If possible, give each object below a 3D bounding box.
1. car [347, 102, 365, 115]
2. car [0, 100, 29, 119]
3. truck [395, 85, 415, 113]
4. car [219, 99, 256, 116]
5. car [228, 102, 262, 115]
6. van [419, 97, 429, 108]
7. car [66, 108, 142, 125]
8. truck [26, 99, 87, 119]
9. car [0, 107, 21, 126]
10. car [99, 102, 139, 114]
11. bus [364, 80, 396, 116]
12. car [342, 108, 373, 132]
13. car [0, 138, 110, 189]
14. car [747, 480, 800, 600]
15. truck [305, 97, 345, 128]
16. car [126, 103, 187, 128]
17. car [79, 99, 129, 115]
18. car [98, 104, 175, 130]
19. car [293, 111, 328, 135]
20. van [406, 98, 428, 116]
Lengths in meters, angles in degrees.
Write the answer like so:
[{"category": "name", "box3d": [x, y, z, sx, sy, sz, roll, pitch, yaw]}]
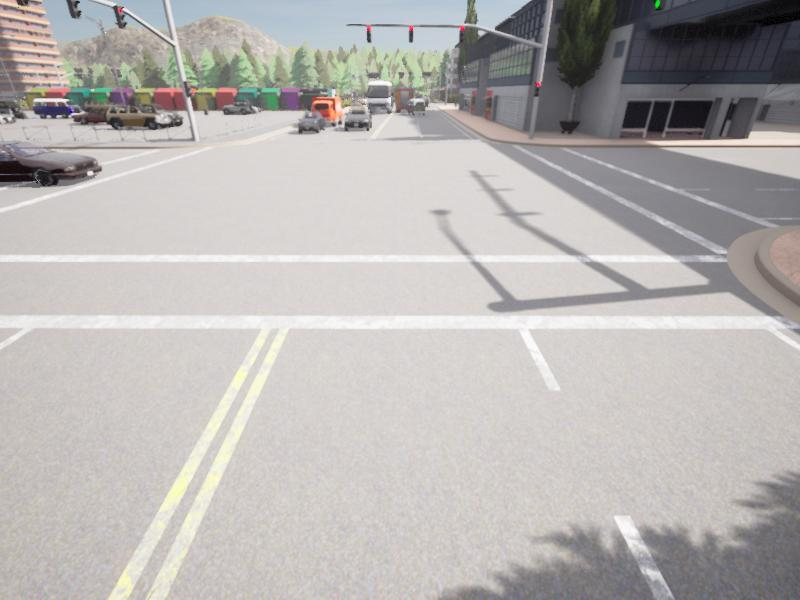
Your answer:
[{"category": "car", "box3d": [-6.366, -27.930, 58.208, 1.801, 1.575, 5.366, 1, 28, 1]}, {"category": "car", "box3d": [-45.224, -21.563, 45.371, 3.866, 1.878, 1.905, 0, 28, 0]}, {"category": "truck", "box3d": [0.874, -32.860, 65.213, 2.891, 3.827, 8.468, 1, 28, 1]}, {"category": "car", "box3d": [-21.368, -25.363, 52.644, 3.866, 1.878, 1.905, 0, 28, 0]}, {"category": "car", "box3d": [-21.352, -26.492, 55.321, 3.806, 1.475, 1.970, 0, 28, 0]}, {"category": "van", "box3d": [4.795, -39.254, 79.444, 1.775, 1.987, 4.442, 1, 28, 1]}, {"category": "car", "box3d": [-27.800, -17.333, 37.775, 5.357, 1.415, 2.033, 0, 28, 0]}, {"category": "truck", "box3d": [-38.845, -21.649, 45.324, 4.478, 2.038, 2.069, 0, 28, 0]}, {"category": "car", "box3d": [-38.826, -17.331, 37.786, 3.806, 1.475, 1.970, 0, 28, 0]}, {"category": "car", "box3d": [-38.819, -26.524, 55.316, 3.905, 1.438, 1.784, 0, 28, 0]}, {"category": "bus", "box3d": [-2.712, -29.661, 58.639, 3.944, 4.253, 10.273, 1, 28, 1]}, {"category": "car", "box3d": [-3.568, -15.646, 34.647, 2.152, 1.651, 5.027, 0, 28, 0]}, {"category": "car", "box3d": [-14.033, -4.939, 14.397, 5.357, 1.411, 2.033, -1, 28, -2]}, {"category": "car", "box3d": [3.500, 2.222, 0.716, 1.994, 1.385, 4.181, 0, 28, 0]}, {"category": "truck", "box3d": [-6.977, -17.838, 37.946, 2.627, 2.467, 5.204, 1, 27, 1]}, {"category": "car", "box3d": [-21.364, -16.277, 35.251, 3.866, 1.878, 1.905, 0, 28, 0]}, {"category": "car", "box3d": [-38.888, -25.370, 52.651, 4.605, 1.855, 1.932, 0, 28, 0]}, {"category": "car", "box3d": [-21.423, -14.940, 32.684, 4.605, 1.855, 1.932, 0, 28, 0]}, {"category": "car", "box3d": [-7.093, -14.279, 32.130, 1.845, 1.501, 3.633, 0, 28, 1]}, {"category": "van", "box3d": [2.249, -26.715, 55.394, 2.069, 2.038, 4.480, -5, 29, -10]}]
